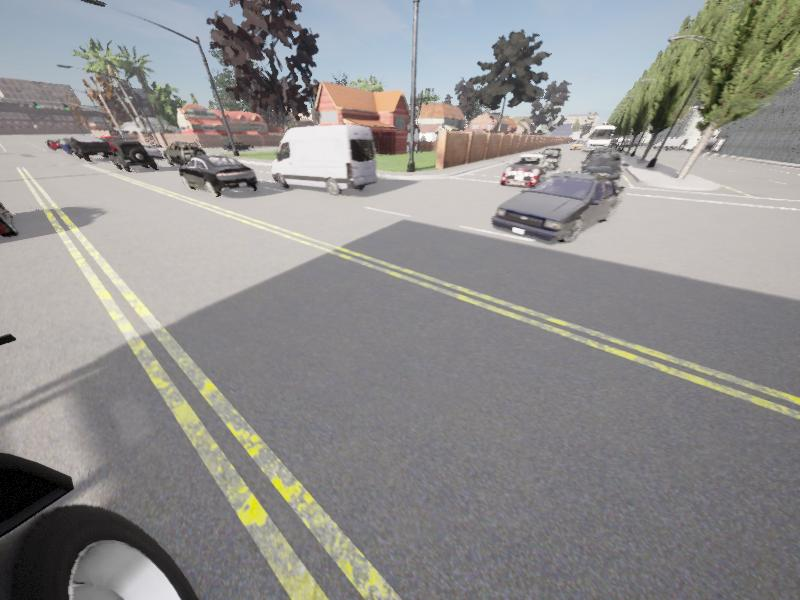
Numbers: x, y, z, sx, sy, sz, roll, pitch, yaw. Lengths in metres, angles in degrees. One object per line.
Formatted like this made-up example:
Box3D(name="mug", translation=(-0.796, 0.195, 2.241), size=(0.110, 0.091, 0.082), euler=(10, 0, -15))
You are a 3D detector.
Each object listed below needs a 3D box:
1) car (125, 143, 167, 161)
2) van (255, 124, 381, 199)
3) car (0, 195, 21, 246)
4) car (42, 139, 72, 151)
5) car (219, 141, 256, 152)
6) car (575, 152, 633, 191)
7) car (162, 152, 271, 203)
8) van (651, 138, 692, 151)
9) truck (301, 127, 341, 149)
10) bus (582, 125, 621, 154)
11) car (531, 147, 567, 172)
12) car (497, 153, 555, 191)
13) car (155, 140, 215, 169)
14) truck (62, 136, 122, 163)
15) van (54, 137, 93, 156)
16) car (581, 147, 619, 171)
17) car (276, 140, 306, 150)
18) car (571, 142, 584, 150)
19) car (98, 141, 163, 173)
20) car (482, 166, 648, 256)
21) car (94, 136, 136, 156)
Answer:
Box3D(name="car", translation=(-27.892, -16.283, 25.396), size=(3.806, 1.475, 1.970), euler=(22, 41, 28))
Box3D(name="van", translation=(-3.965, -6.776, 11.247), size=(5.915, 2.561, 1.988), euler=(19, 39, 26))
Box3D(name="car", translation=(-11.983, -2.307, 5.860), size=(4.181, 1.385, 1.994), euler=(23, 41, 29))
Box3D(name="car", translation=(-57.404, -25.997, 38.651), size=(4.514, 1.525, 2.007), euler=(23, 41, 27))
Box3D(name="car", translation=(-28.716, -27.375, 41.083), size=(1.837, 1.490, 4.892), euler=(21, 40, 27))
Box3D(name="car", translation=(12.032, -7.837, 13.831), size=(1.837, 1.490, 4.892), euler=(22, 41, 27))
Box3D(name="car", translation=(-8.724, -5.973, 10.964), size=(4.902, 1.511, 2.128), euler=(23, 41, 28))
Box3D(name="van", translation=(66.386, -38.232, 56.673), size=(1.988, 2.561, 5.915), euler=(-7, 36, -10))
Box3D(name="truck", translation=(-17.985, -37.580, 53.624), size=(2.891, 3.827, 8.468), euler=(21, 40, 27))
Box3D(name="bus", translation=(38.758, -31.128, 44.685), size=(3.944, 4.253, 10.273), euler=(22, 41, 27))
Box3D(name="car", translation=(12.812, -12.077, 19.788), size=(1.789, 1.549, 3.705), euler=(22, 41, 27))
Box3D(name="car", translation=(7.275, -7.427, 13.217), size=(1.970, 1.475, 3.806), euler=(22, 41, 27))
Box3D(name="car", translation=(-18.581, -12.627, 19.969), size=(4.605, 1.855, 1.932), euler=(22, 40, 26))
Box3D(name="truck", translation=(-32.523, -15.967, 24.362), size=(6.274, 2.098, 2.390), euler=(22, 41, 28))
Box3D(name="van", translation=(-42.558, -20.041, 30.102), size=(4.442, 1.987, 1.775), euler=(23, 41, 28))
Box3D(name="car", translation=(18.001, -12.829, 20.934), size=(2.007, 1.525, 4.514), euler=(22, 41, 27))
Box3D(name="car", translation=(-22.714, -32.586, 48.411), size=(2.152, 1.651, 5.027), euler=(21, 40, 27))
Box3D(name="car", translation=(41.453, -35.953, 53.912), size=(1.882, 1.535, 5.008), euler=(22, 41, 27))
Box3D(name="car", translation=(-20.425, -10.932, 17.535), size=(3.866, 1.878, 1.905), euler=(22, 41, 28))
Box3D(name="car", translation=(5.136, -3.026, 7.033), size=(5.357, 1.411, 2.033), euler=(-24, 42, -30))
Box3D(name="car", translation=(-38.787, -20.987, 31.425), size=(5.566, 2.045, 2.150), euler=(22, 41, 28))
